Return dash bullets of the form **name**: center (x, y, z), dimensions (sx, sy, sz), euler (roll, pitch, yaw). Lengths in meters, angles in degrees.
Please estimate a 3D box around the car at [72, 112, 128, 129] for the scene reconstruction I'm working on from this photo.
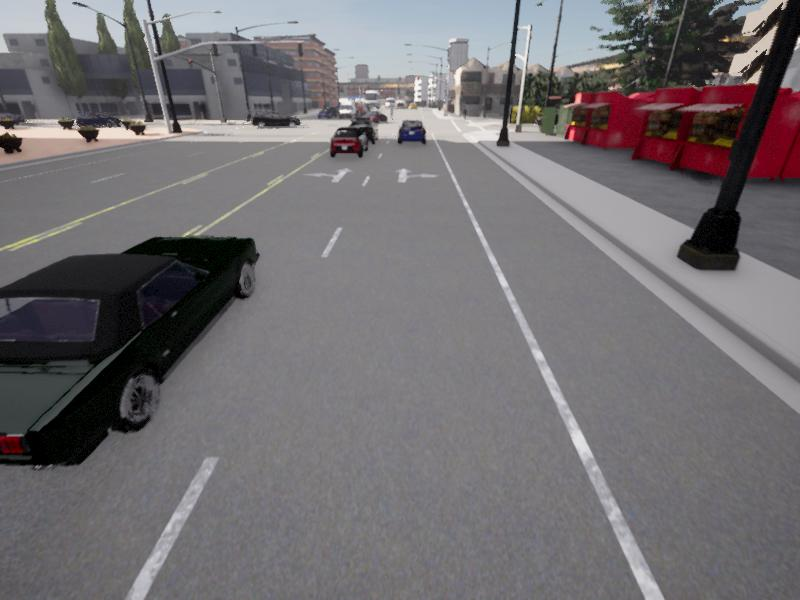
- **car**: center (-31.149, -18.706, 41.614), dimensions (4.193, 1.474, 1.816), euler (1, 26, 2)

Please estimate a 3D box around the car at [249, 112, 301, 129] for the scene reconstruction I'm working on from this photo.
- **car**: center (-13.212, -19.046, 42.373), dimensions (5.008, 1.535, 1.882), euler (-8, 28, -15)

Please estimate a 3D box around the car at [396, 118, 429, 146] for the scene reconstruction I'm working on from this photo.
- **car**: center (0.869, -12.034, 28.537), dimensions (2.163, 1.488, 4.792), euler (1, 27, 2)

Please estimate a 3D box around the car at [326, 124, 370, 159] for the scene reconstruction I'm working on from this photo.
- **car**: center (-2.838, -9.056, 22.679), dimensions (1.816, 1.474, 4.193), euler (1, 27, 2)

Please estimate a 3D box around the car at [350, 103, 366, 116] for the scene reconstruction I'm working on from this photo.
- **car**: center (-7.977, -36.443, 76.415), dimensions (2.150, 2.045, 5.566), euler (1, 28, 2)

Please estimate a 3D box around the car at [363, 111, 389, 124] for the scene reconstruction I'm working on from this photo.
- **car**: center (-3.116, -24.093, 52.764), dimensions (1.994, 1.385, 4.181), euler (9, 28, 18)

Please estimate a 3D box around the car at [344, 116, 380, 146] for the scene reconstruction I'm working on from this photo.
- **car**: center (-2.614, -12.247, 28.772), dimensions (1.930, 1.638, 5.238), euler (1, 27, 1)

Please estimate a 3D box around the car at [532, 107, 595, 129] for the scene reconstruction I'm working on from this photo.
- **car**: center (17.452, -19.583, 43.000), dimensions (5.566, 2.045, 2.150), euler (1, 26, 2)

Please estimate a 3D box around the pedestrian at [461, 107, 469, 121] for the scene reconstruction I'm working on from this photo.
- **pedestrian**: center (9.602, -27.571, 59.240), dimensions (0.751, 1.860, 0.751), euler (-4, 27, -8)

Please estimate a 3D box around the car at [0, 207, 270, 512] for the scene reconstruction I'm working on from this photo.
- **car**: center (-3.442, 0.063, 5.087), dimensions (1.895, 1.301, 4.718), euler (1, 27, 2)

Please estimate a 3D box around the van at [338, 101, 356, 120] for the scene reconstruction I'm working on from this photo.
- **van**: center (-8.396, -30.370, 63.981), dimensions (1.988, 2.561, 5.915), euler (1, 27, 2)

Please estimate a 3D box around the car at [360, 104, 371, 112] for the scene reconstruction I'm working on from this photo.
- **car**: center (-7.583, -42.379, 88.275), dimensions (1.816, 1.474, 4.193), euler (1, 28, 2)

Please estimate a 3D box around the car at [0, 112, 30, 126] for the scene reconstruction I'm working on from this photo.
- **car**: center (-45.725, -20.579, 45.415), dimensions (5.357, 1.411, 2.033), euler (3, 26, 5)

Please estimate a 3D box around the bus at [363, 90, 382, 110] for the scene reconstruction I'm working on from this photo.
- **bus**: center (-6.919, -51.674, 103.397), dimensions (3.944, 4.253, 10.273), euler (1, 26, 2)

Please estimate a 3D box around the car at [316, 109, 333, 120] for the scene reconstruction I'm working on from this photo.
- **car**: center (-11.929, -29.620, 63.660), dimensions (1.816, 1.474, 4.193), euler (1, 27, 2)

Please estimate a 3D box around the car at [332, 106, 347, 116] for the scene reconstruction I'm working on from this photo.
- **car**: center (-11.494, -36.133, 76.360), dimensions (1.882, 1.535, 5.008), euler (1, 27, 2)

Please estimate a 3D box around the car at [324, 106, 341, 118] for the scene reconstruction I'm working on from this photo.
- **car**: center (-11.704, -32.827, 69.846), dimensions (1.930, 1.638, 5.238), euler (1, 27, 2)

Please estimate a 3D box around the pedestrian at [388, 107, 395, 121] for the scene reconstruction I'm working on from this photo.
- **pedestrian**: center (-1.204, -27.534, 59.085), dimensions (0.751, 1.860, 0.751), euler (-16, 30, -29)
